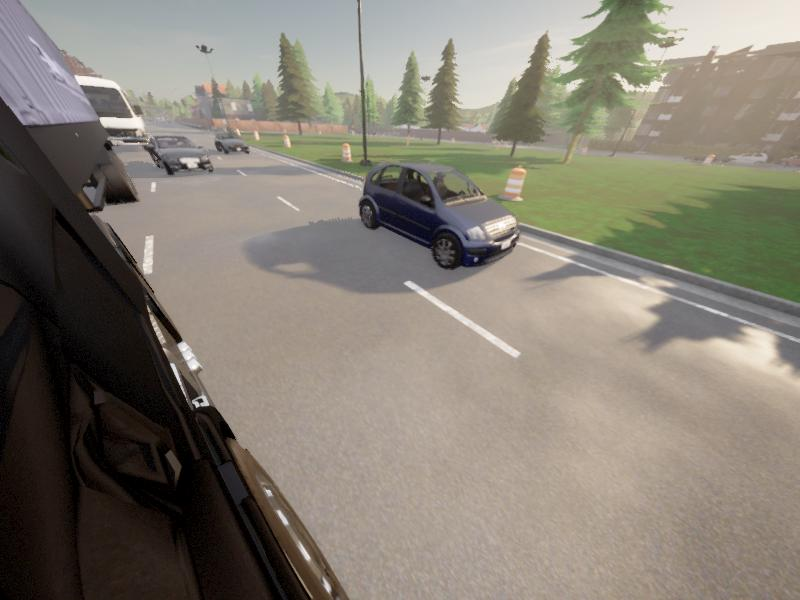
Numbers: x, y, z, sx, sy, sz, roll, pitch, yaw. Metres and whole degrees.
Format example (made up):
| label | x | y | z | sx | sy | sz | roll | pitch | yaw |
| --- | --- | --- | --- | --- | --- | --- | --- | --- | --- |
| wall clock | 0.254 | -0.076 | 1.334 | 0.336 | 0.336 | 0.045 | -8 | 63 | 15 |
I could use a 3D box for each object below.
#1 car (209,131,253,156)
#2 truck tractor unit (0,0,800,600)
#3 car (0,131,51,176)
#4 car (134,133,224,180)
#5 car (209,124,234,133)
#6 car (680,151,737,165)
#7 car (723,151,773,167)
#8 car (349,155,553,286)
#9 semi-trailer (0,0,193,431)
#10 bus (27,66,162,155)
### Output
| label | x | y | z | sx | sy | sz | roll | pitch | yaw |
| --- | --- | --- | --- | --- | --- | --- | --- | --- | --- |
| car | -14.074 | -13.066 | 19.222 | 1.816 | 1.474 | 4.193 | -27 | 46 | -34 |
| truck tractor unit | -2.645 | -0.295 | 0.351 | 6.516 | 4.208 | 3.053 | 28 | 44 | 30 |
| car | -18.237 | -6.574 | 10.245 | 1.994 | 1.385 | 4.181 | -25 | 44 | -32 |
| car | -11.291 | -7.441 | 11.753 | 4.902 | 1.511 | 2.128 | 31 | 45 | 32 |
| car | -41.139 | -39.571 | 53.349 | 1.970 | 1.475 | 3.806 | 20 | 40 | 22 |
| car | 44.012 | -20.370 | 33.063 | 1.895 | 1.301 | 4.718 | -24 | 44 | -32 |
| car | 48.994 | -19.971 | 32.653 | 1.845 | 1.501 | 3.633 | -24 | 44 | -32 |
| car | 0.716 | -2.178 | 5.330 | 1.851 | 1.617 | 3.988 | -25 | 44 | -32 |
| semi-trailer | -8.272 | -3.848 | 4.628 | 2.717 | 4.402 | 14.254 | -29 | 47 | -35 |
| bus | -22.828 | -14.636 | 18.436 | 3.944 | 4.253 | 10.273 | -25 | 44 | -32 |
